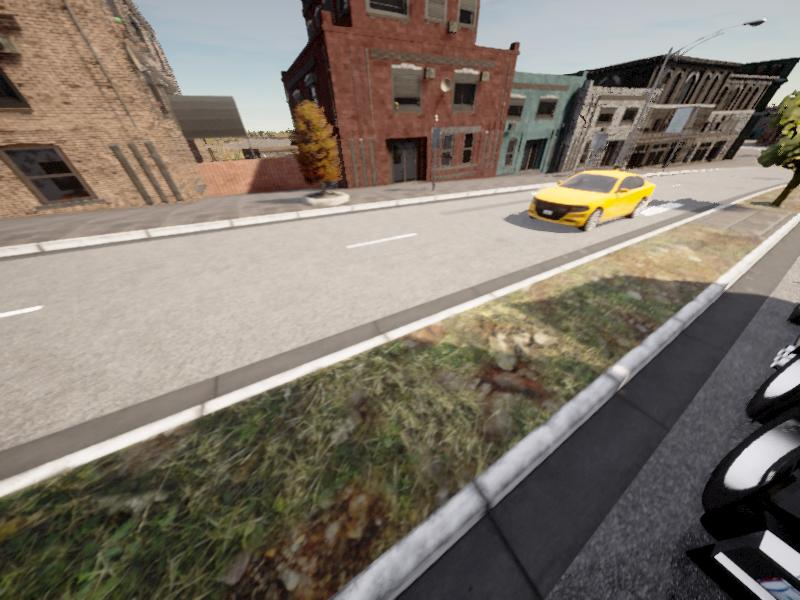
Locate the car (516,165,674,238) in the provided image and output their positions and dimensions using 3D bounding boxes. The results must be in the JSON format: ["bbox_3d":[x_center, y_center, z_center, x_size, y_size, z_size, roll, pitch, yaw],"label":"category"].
[{"bbox_3d":[6.656,-3.579,7.895,5.008,1.535,1.882,-18,39,-25],"label":"car"}]

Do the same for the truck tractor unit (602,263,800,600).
[{"bbox_3d":[5.115,-0.296,0.792,6.516,4.208,3.053,-18,39,-24],"label":"truck tractor unit"}]
